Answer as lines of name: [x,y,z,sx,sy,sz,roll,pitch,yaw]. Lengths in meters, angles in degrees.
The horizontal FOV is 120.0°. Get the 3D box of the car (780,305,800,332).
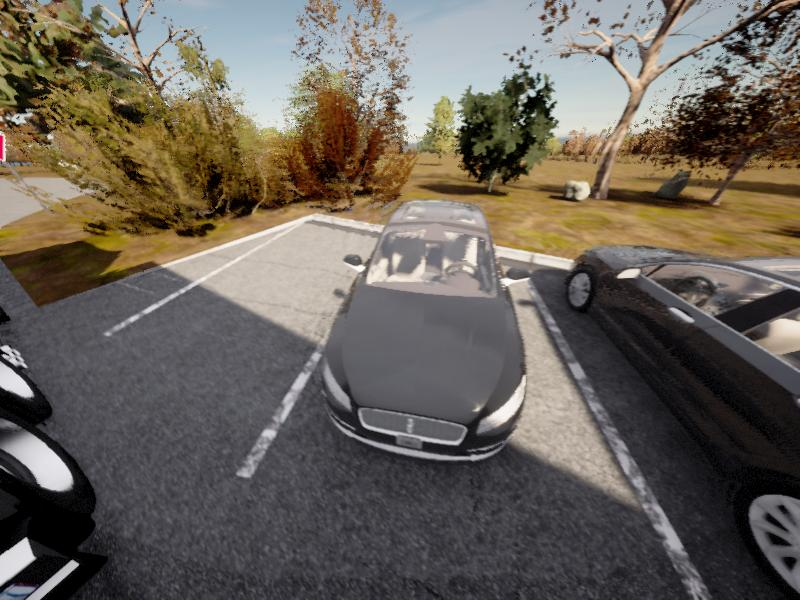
car: [6.390,1.253,0.812,1.946,1.575,5.366,6,34,8]

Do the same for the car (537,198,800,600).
car: [3.422,0.406,2.060,2.231,1.521,4.892,6,34,8]

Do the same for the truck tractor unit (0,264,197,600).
truck tractor unit: [-5.109,-0.301,0.782,6.516,4.208,3.053,18,39,24]

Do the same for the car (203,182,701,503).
car: [0.489,-0.557,3.471,2.231,1.521,4.892,6,35,8]
